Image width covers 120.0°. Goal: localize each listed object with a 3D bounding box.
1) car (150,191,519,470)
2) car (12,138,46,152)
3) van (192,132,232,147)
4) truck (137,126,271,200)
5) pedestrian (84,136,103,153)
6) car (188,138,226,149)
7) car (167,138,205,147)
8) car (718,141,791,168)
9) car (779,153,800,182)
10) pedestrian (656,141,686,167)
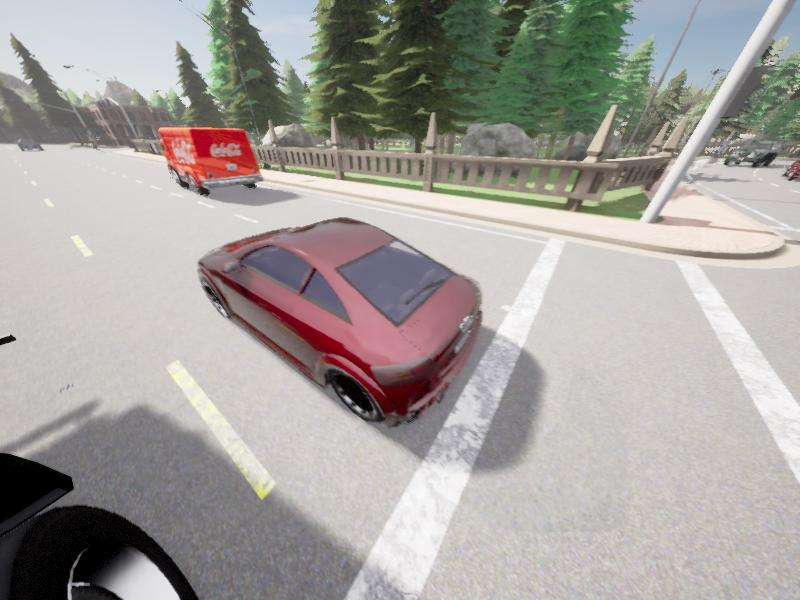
[{"bbox_3d":[-1.031,-0.329,3.152,4.181,1.385,1.994,22,41,28],"label":"car"},{"bbox_3d":[-58.018,-24.222,36.102,5.027,1.651,2.152,23,41,28],"label":"car"},{"bbox_3d":[-40.515,-34.681,49.984,1.988,2.561,5.915,22,41,28],"label":"van"},{"bbox_3d":[-9.255,-6.660,11.013,5.204,2.467,2.627,23,41,28],"label":"truck"},{"bbox_3d":[-42.113,-21.355,31.777,0.751,1.860,0.751,23,41,29],"label":"pedestrian"},{"bbox_3d":[-37.600,-30.639,45.140,1.930,1.638,5.238,15,38,20],"label":"car"},{"bbox_3d":[-45.582,-33.651,49.335,1.801,1.575,5.366,22,41,28],"label":"car"},{"bbox_3d":[34.242,-14.115,22.336,5.566,2.045,2.150,-15,38,-21],"label":"car"},{"bbox_3d":[27.222,-8.658,15.078,4.674,1.442,1.812,-26,43,-32],"label":"car"},{"bbox_3d":[23.323,-12.608,19.928,0.751,1.860,0.751,-19,40,-25],"label":"pedestrian"}]
